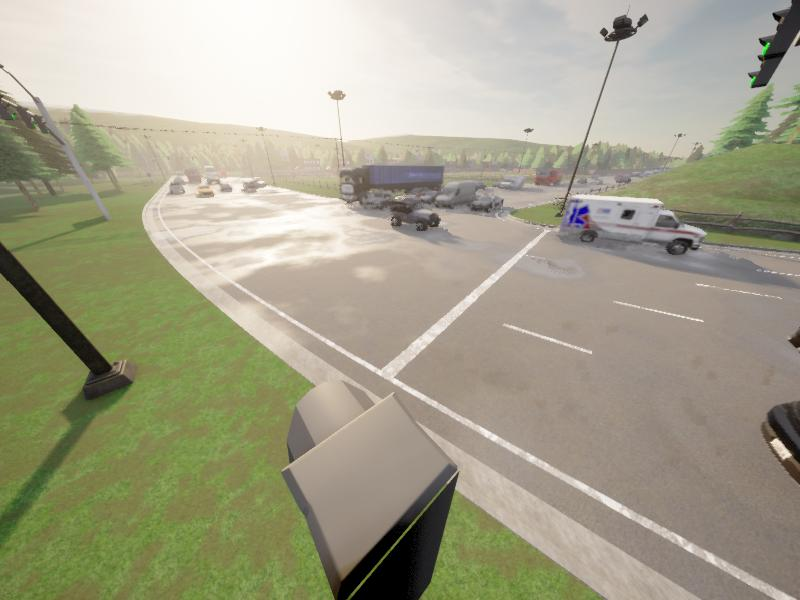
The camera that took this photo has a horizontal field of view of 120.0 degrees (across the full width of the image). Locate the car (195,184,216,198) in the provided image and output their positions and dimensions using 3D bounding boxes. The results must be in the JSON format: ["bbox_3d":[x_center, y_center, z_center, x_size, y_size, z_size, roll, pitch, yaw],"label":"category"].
[{"bbox_3d":[-30.271,-17.022,35.951,1.882,1.535,5.008,-22,37,-33],"label":"car"}]

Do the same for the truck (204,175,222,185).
[{"bbox_3d":[-49.000,-31.502,60.469,2.390,2.098,6.274,-25,38,-35],"label":"truck"}]

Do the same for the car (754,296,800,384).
[{"bbox_3d":[10.871,1.548,3.814,4.902,1.511,2.128,17,34,27],"label":"car"}]

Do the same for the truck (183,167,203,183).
[{"bbox_3d":[-59.676,-35.962,66.462,2.891,3.827,8.468,-22,37,-33],"label":"truck"}]

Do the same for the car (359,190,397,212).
[{"bbox_3d":[-2.251,-10.961,25.317,2.242,1.667,4.611,12,32,20],"label":"car"}]

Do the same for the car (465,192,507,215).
[{"bbox_3d":[8.905,-9.971,23.635,1.930,1.638,5.238,23,37,34],"label":"car"}]

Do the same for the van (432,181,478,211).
[{"bbox_3d":[6.183,-11.639,25.628,1.988,2.561,5.915,24,38,37],"label":"van"}]

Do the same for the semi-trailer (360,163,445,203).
[{"bbox_3d":[1.025,-17.203,33.382,14.254,4.402,2.717,-26,39,-37],"label":"semi-trailer"}]

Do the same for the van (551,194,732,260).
[{"bbox_3d":[12.882,-4.457,13.301,6.366,2.431,2.351,22,36,32],"label":"van"}]

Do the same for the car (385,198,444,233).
[{"bbox_3d":[1.001,-6.382,17.172,3.866,1.878,1.905,21,36,33],"label":"car"}]

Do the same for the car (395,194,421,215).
[{"bbox_3d":[0.890,-9.634,23.163,1.845,1.501,3.633,7,31,12],"label":"car"}]

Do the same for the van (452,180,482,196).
[{"bbox_3d":[10.886,-18.204,37.502,4.480,2.038,2.069,-20,36,-32],"label":"van"}]

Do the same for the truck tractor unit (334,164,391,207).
[{"bbox_3d":[-4.272,-14.200,28.382,3.053,4.208,6.516,18,34,28],"label":"truck tractor unit"}]

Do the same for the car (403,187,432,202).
[{"bbox_3d":[2.358,-14.345,31.322,3.633,1.501,1.845,-25,38,-36],"label":"car"}]

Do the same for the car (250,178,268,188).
[{"bbox_3d":[-31.228,-25.937,51.257,2.242,1.667,4.611,-22,37,-33],"label":"car"}]

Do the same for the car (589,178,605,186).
[{"bbox_3d":[49.199,-29.510,57.642,3.806,1.475,1.970,-23,37,-34],"label":"car"}]

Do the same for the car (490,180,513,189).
[{"bbox_3d":[21.806,-24.863,49.589,4.792,1.488,2.163,-23,37,-34],"label":"car"}]

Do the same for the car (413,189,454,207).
[{"bbox_3d":[4.219,-12.711,28.628,5.357,1.411,2.033,-26,39,-37],"label":"car"}]

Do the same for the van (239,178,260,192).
[{"bbox_3d":[-28.082,-21.419,43.061,2.069,2.038,4.480,-22,37,-33],"label":"van"}]

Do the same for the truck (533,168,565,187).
[{"bbox_3d":[35.554,-29.370,55.053,8.468,3.827,2.891,-23,37,-34],"label":"truck"}]

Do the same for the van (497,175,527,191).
[{"bbox_3d":[22.254,-23.212,45.782,6.366,2.431,2.351,-23,37,-35],"label":"van"}]

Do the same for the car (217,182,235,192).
[{"bbox_3d":[-32.398,-21.046,42.983,1.816,1.474,4.193,-22,37,-33],"label":"car"}]

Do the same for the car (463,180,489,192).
[{"bbox_3d":[14.545,-21.875,44.272,5.027,1.651,2.152,-23,37,-34],"label":"car"}]

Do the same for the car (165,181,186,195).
[{"bbox_3d":[-38.144,-19.204,39.388,1.932,1.855,4.605,-22,37,-33],"label":"car"}]

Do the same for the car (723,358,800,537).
[{"bbox_3d":[7.512,2.564,2.070,4.892,1.490,1.837,18,35,28],"label":"car"}]
